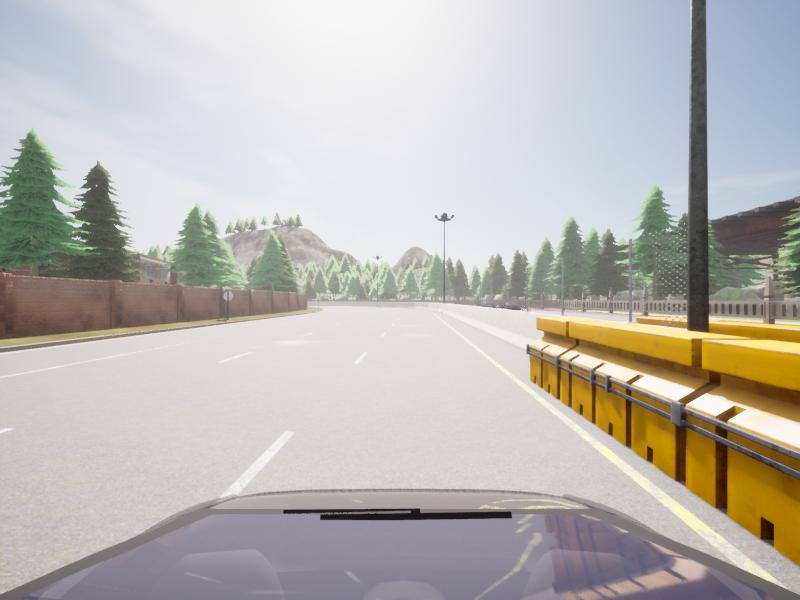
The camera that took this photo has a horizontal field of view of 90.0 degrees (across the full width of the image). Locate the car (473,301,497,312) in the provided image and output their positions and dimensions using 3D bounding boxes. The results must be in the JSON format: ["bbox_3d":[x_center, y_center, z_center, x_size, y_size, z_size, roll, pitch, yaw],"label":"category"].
[{"bbox_3d":[12.104,0.835,57.277,2.128,1.511,4.902,0,0,-5],"label":"car"}]

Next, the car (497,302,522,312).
[{"bbox_3d":[15.621,0.944,57.269,1.895,1.301,4.718,0,0,-5],"label":"car"}]
